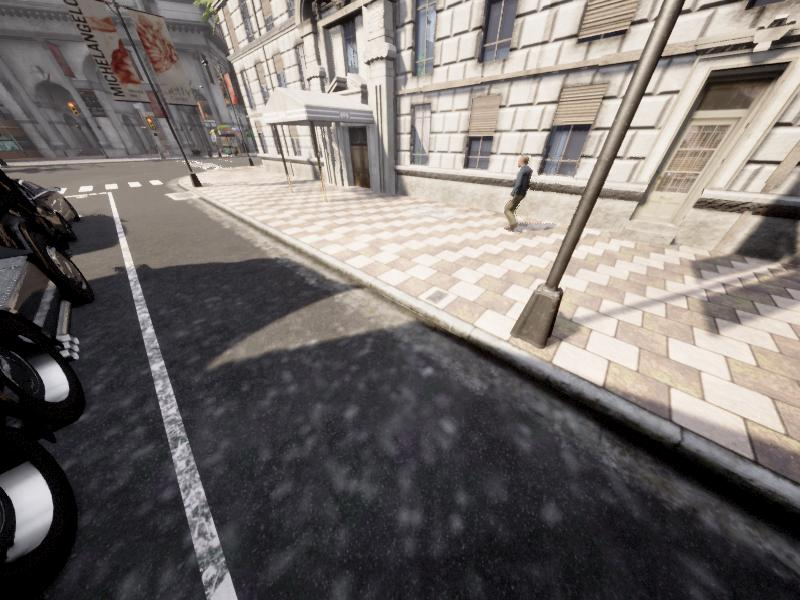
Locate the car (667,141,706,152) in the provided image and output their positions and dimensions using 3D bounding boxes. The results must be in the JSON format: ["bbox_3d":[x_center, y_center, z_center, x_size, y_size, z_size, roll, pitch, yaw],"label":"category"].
[{"bbox_3d":[56.948,-30.698,46.040,4.553,1.767,2.097,28,44,34],"label":"car"}]

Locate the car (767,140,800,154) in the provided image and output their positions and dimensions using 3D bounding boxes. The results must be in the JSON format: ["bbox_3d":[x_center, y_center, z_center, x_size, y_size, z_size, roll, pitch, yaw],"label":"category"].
[{"bbox_3d":[64.162,-24.701,37.303,1.932,1.855,4.605,-7,35,-9],"label":"car"}]

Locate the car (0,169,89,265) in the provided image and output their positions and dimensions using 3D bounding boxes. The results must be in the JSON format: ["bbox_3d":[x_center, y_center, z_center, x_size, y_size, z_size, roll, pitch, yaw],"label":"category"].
[{"bbox_3d":[-10.634,-2.441,6.256,4.902,1.511,2.128,28,44,34],"label":"car"}]

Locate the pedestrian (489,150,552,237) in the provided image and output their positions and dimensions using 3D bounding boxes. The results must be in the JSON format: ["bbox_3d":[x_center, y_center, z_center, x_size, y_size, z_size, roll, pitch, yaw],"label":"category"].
[{"bbox_3d":[3.024,-2.708,5.921,0.751,1.860,0.751,-29,44,-34],"label":"pedestrian"}]

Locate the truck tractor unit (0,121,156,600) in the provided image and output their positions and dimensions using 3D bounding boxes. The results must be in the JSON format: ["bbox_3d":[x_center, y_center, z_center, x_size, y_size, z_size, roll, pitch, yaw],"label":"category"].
[{"bbox_3d":[-4.848,-0.504,1.069,6.516,4.208,3.053,28,44,34],"label":"truck tractor unit"}]
